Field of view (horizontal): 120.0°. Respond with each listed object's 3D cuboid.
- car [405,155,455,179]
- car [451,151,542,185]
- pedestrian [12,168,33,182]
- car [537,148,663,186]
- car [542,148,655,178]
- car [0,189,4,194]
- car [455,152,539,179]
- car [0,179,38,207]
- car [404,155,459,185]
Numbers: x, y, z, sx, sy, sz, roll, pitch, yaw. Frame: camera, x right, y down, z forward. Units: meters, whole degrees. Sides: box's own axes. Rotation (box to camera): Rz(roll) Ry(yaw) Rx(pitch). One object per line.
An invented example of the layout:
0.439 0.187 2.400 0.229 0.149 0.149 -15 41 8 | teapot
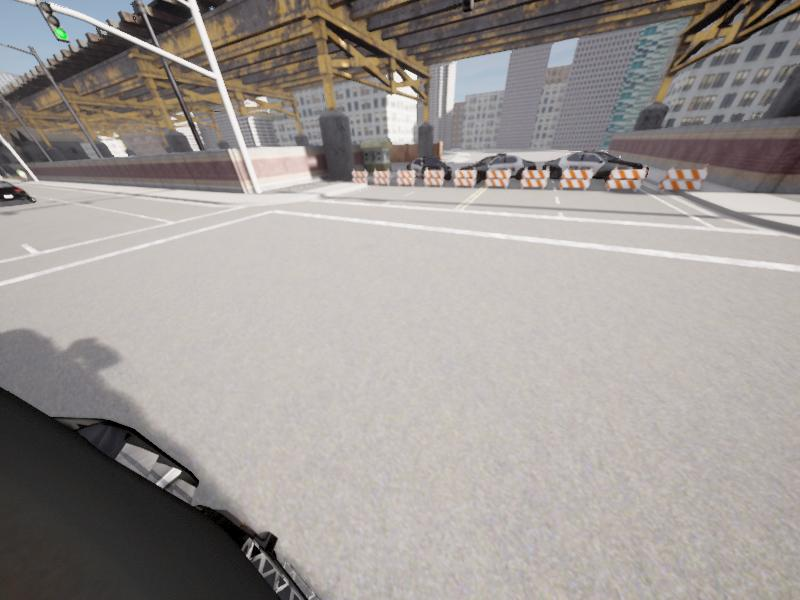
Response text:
2.051 -9.924 17.041 1.853 1.218 4.536 -12 35 -14 | car
6.137 -8.715 15.183 4.974 1.542 2.038 -7 34 -6 | car
-56.390 -18.662 34.530 0.751 1.860 0.751 13 37 22 | pedestrian
11.236 -7.883 13.528 2.038 1.542 4.974 -22 38 -26 | car
11.200 -8.037 13.478 1.853 1.218 4.536 -22 38 -26 | car
-42.691 -11.457 23.084 4.611 1.667 2.242 15 37 24 | car
6.182 -8.852 15.101 4.536 1.218 1.853 -7 34 -6 | car
-28.305 -7.618 16.371 4.674 1.442 1.812 15 37 24 | car
2.074 -9.766 17.086 2.038 1.542 4.974 -12 35 -14 | car
